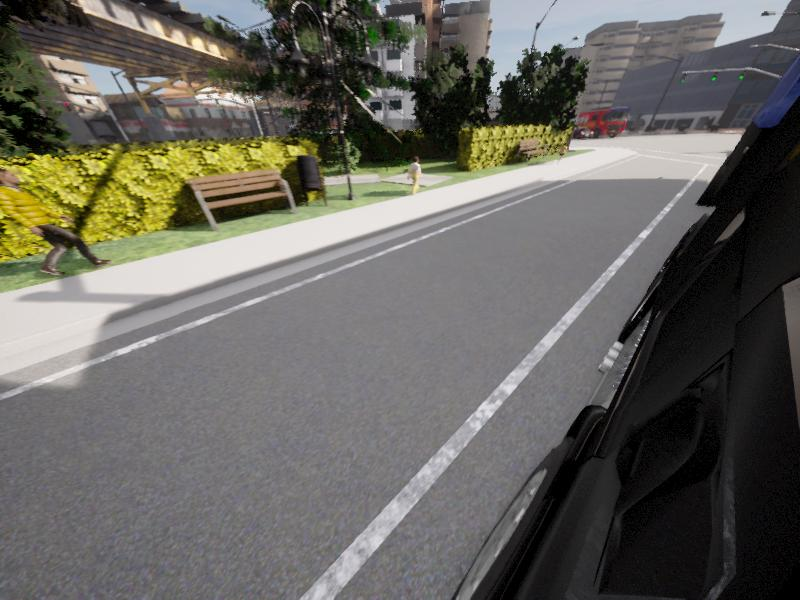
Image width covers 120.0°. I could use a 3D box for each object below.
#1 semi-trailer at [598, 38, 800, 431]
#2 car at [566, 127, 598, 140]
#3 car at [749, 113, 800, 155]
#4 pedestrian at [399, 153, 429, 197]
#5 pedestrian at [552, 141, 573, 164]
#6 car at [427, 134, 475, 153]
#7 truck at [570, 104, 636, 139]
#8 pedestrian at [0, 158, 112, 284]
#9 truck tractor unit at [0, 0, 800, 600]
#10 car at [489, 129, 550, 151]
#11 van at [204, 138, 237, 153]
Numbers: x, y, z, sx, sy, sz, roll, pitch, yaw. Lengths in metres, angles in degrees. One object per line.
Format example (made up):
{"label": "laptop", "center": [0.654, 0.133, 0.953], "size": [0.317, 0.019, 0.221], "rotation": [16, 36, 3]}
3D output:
{"label": "semi-trailer", "center": [8.700, -3.585, 4.252], "size": [14.254, 4.402, 2.717], "rotation": [-28, 43, -30]}
{"label": "car", "center": [27.323, -25.157, 34.868], "size": [1.970, 1.475, 3.806], "rotation": [1, 36, 5]}
{"label": "car", "center": [26.566, -10.977, 15.107], "size": [5.566, 2.045, 2.150], "rotation": [-17, 38, -18]}
{"label": "pedestrian", "center": [0.518, -4.570, 8.436], "size": [0.751, 1.300, 0.751], "rotation": [25, 44, 32]}
{"label": "pedestrian", "center": [9.427, -8.573, 13.450], "size": [0.500, 1.100, 0.500], "rotation": [-21, 40, -24]}
{"label": "car", "center": [5.337, -16.781, 24.773], "size": [4.792, 1.488, 2.163], "rotation": [2, 37, 6]}
{"label": "truck", "center": [30.988, -27.591, 36.003], "size": [2.891, 3.827, 8.468], "rotation": [1, 36, 5]}
{"label": "pedestrian", "center": [-6.316, -1.352, 4.048], "size": [0.751, 1.860, 0.751], "rotation": [-31, 45, -33]}
{"label": "truck tractor unit", "center": [2.645, -0.295, 0.351], "size": [6.516, 4.208, 3.053], "rotation": [-28, 44, -30]}
{"label": "car", "center": [12.230, -16.638, 24.026], "size": [5.027, 1.651, 2.152], "rotation": [2, 37, 6]}
{"label": "van", "center": [-32.770, -28.339, 42.327], "size": [2.069, 2.038, 4.480], "rotation": [1, 37, 6]}
